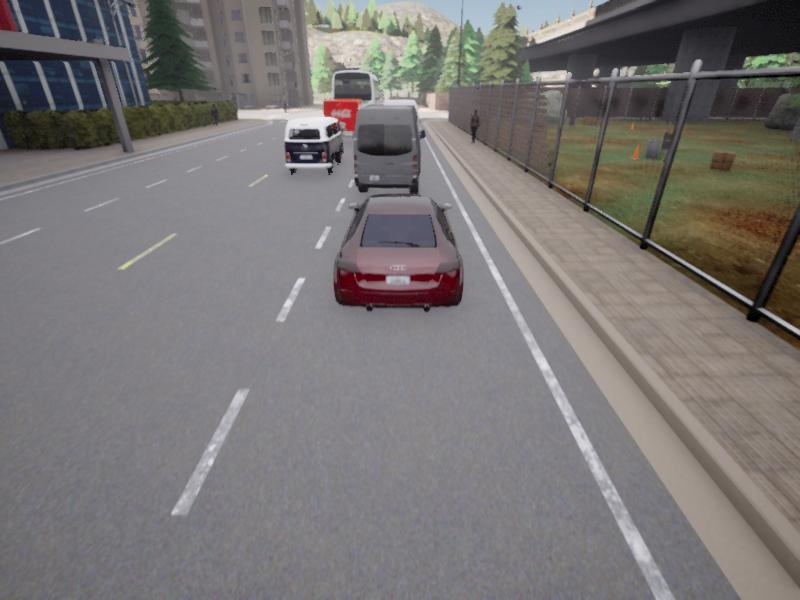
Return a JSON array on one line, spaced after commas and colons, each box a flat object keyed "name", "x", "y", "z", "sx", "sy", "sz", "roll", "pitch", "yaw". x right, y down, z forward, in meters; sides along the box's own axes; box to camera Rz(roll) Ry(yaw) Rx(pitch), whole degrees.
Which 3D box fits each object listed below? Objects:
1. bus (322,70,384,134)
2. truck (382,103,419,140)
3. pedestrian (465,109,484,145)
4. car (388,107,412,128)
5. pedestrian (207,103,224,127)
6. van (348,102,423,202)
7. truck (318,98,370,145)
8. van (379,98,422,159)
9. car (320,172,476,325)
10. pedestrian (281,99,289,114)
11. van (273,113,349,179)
[{"name": "bus", "x": -3.605, "y": -17.037, "z": 34.285, "sx": 3.944, "sy": 4.253, "sz": 10.273, "roll": 0, "pitch": 28, "yaw": 0}, {"name": "truck", "x": 0.014, "y": -13.114, "z": 29.129, "sx": 2.390, "sy": 2.098, "sz": 6.274, "roll": 0, "pitch": 28, "yaw": 0}, {"name": "pedestrian", "x": 4.220, "y": -9.851, "z": 22.789, "sx": 0.751, "sy": 1.860, "sz": 0.751, "roll": -1, "pitch": 28, "yaw": -3}, {"name": "car", "x": 0.037, "y": -17.296, "z": 37.729, "sx": 2.128, "sy": 1.511, "sz": 4.902, "roll": 0, "pitch": 28, "yaw": 0}, {"name": "pedestrian", "x": -15.613, "y": -15.644, "z": 33.825, "sx": 0.751, "sy": 1.860, "sz": 0.751, "roll": 0, "pitch": 28, "yaw": -1}, {"name": "van", "x": -0.259, "y": -5.499, "z": 14.149, "sx": 1.988, "sy": 2.561, "sz": 5.915, "roll": 2, "pitch": 28, "yaw": 3}, {"name": "truck", "x": -3.487, "y": -11.789, "z": 26.203, "sx": 2.627, "sy": 2.467, "sz": 5.204, "roll": 0, "pitch": 28, "yaw": 0}, {"name": "van", "x": 0.014, "y": -9.390, "z": 21.563, "sx": 1.988, "sy": 2.561, "sz": 5.915, "roll": 0, "pitch": 28, "yaw": 0}, {"name": "car", "x": -0.003, "y": -1.228, "z": 7.271, "sx": 1.994, "sy": 1.385, "sz": 4.181, "roll": 0, "pitch": 28, "yaw": 1}, {"name": "pedestrian", "x": -15.926, "y": -26.693, "z": 55.294, "sx": 0.751, "sy": 1.860, "sz": 0.751, "roll": -4, "pitch": 28, "yaw": -7}, {"name": "van", "x": -3.497, "y": -6.575, "z": 16.739, "sx": 2.069, "sy": 2.038, "sz": 4.480, "roll": 0, "pitch": 28, "yaw": 0}]
